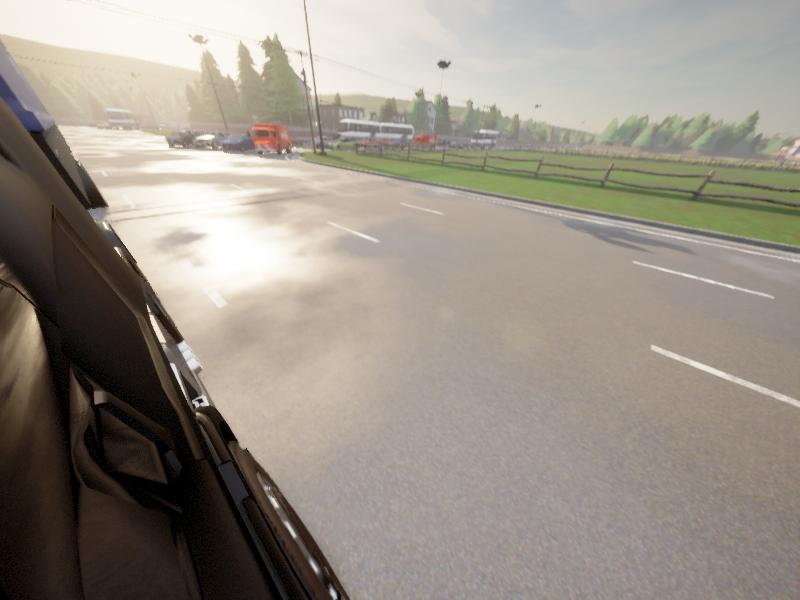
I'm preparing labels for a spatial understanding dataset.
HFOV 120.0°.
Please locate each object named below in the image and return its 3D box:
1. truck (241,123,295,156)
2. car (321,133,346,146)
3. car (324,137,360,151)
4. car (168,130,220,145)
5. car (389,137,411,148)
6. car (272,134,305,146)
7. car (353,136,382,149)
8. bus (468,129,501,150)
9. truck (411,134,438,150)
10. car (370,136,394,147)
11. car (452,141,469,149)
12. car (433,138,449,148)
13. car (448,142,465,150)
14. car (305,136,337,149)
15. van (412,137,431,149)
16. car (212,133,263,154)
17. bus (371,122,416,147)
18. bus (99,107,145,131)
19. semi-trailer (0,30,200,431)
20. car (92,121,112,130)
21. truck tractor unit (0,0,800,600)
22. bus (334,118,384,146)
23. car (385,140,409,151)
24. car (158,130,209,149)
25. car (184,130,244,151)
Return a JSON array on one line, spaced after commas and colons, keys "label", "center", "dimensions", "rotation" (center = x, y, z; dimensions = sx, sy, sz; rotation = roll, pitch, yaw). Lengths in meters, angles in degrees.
[{"label": "truck", "center": [-12.797, -15.932, 22.957], "dimensions": [2.627, 2.467, 5.204], "rotation": [-3, 36, -6]}, {"label": "car", "center": [-12.066, -29.239, 42.127], "dimensions": [1.905, 1.878, 3.866], "rotation": [28, 42, 30]}, {"label": "car", "center": [-8.124, -22.137, 32.813], "dimensions": [2.007, 1.525, 4.514], "rotation": [27, 42, 29]}, {"label": "car", "center": [-26.091, -20.768, 29.556], "dimensions": [1.812, 1.442, 4.674], "rotation": [11, 36, 12]}, {"label": "car", "center": [0.039, -33.881, 49.764], "dimensions": [2.242, 1.667, 4.611], "rotation": [29, 43, 32]}, {"label": "car", "center": [-17.583, -25.301, 36.632], "dimensions": [1.994, 1.385, 4.181], "rotation": [26, 41, 29]}, {"label": "car", "center": [-5.567, -27.082, 39.807], "dimensions": [2.242, 1.667, 4.611], "rotation": [28, 42, 30]}, {"label": "bus", "center": [23.204, -43.793, 63.217], "dimensions": [3.944, 4.253, 10.273], "rotation": [28, 43, 30]}, {"label": "truck", "center": [4.865, -31.097, 45.565], "dimensions": [2.627, 2.467, 5.204], "rotation": [28, 42, 30]}, {"label": "car", "center": [-3.886, -34.286, 50.011], "dimensions": [4.611, 1.667, 2.242], "rotation": [-25, 44, -32]}, {"label": "car", "center": [16.204, -41.382, 61.663], "dimensions": [2.128, 1.511, 4.902], "rotation": [28, 42, 30]}, {"label": "car", "center": [10.747, -41.106, 60.521], "dimensions": [1.905, 1.878, 3.866], "rotation": [28, 42, 30]}, {"label": "car", "center": [13.336, -36.259, 54.394], "dimensions": [1.994, 1.385, 4.181], "rotation": [28, 42, 30]}, {"label": "car", "center": [-11.539, -23.006, 33.803], "dimensions": [1.970, 1.475, 3.806], "rotation": [26, 42, 29]}, {"label": "van", "center": [4.622, -33.930, 49.912], "dimensions": [1.775, 1.987, 4.442], "rotation": [28, 43, 30]}, {"label": "car", "center": [-16.459, -16.160, 23.786], "dimensions": [1.882, 1.535, 5.008], "rotation": [1, 36, -3]}, {"label": "bus", "center": [-1.519, -39.856, 55.778], "dimensions": [10.273, 4.253, 3.944], "rotation": [-19, 40, -28]}, {"label": "bus", "center": [-72.159, -47.196, 60.484], "dimensions": [3.944, 4.253, 10.273], "rotation": [-15, 40, -24]}, {"label": "semi-trailer", "center": [-8.654, -3.594, 4.333], "dimensions": [14.254, 4.402, 2.717], "rotation": [28, 42, 31]}, {"label": "car", "center": [-73.278, -43.071, 56.965], "dimensions": [1.801, 1.575, 5.366], "rotation": [-21, 42, -30]}, {"label": "truck tractor unit", "center": [-2.645, -0.295, 0.351], "dimensions": [6.516, 4.208, 3.053], "rotation": [28, 44, 30]}, {"label": "bus", "center": [-8.373, -35.440, 49.063], "dimensions": [3.944, 4.253, 10.273], "rotation": [28, 42, 30]}, {"label": "car", "center": [-0.469, -27.151, 40.565], "dimensions": [1.994, 1.385, 4.181], "rotation": [28, 42, 30]}, {"label": "car", "center": [-23.233, -17.394, 24.964], "dimensions": [1.789, 1.549, 3.705], "rotation": [3, 36, 0]}, {"label": "car", "center": [-19.968, -17.405, 25.180], "dimensions": [2.152, 1.651, 5.027], "rotation": [5, 36, 3]}]
